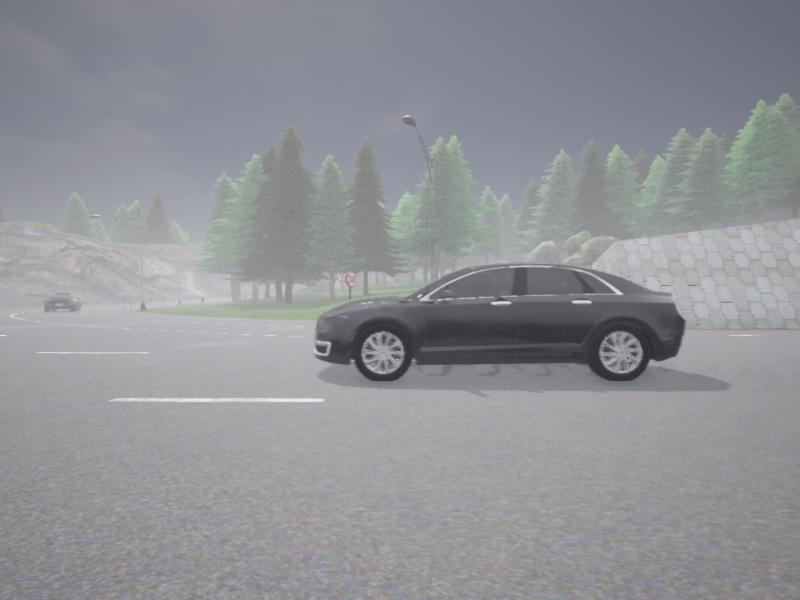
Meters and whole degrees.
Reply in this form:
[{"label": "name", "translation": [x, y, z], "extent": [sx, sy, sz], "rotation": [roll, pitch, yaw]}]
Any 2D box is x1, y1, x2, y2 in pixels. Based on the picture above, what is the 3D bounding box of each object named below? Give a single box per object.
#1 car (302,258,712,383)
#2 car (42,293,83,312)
[{"label": "car", "translation": [1.277, 0.246, 5.700], "extent": [4.892, 1.490, 1.837], "rotation": [0, 0, 0]}, {"label": "car", "translation": [-29.413, 0.184, 35.043], "extent": [2.038, 1.542, 4.974], "rotation": [0, 0, -32]}]
